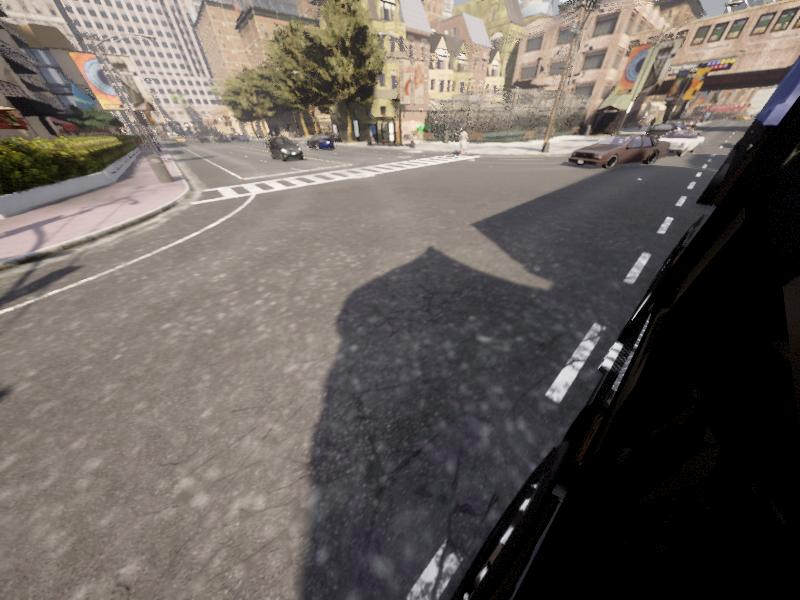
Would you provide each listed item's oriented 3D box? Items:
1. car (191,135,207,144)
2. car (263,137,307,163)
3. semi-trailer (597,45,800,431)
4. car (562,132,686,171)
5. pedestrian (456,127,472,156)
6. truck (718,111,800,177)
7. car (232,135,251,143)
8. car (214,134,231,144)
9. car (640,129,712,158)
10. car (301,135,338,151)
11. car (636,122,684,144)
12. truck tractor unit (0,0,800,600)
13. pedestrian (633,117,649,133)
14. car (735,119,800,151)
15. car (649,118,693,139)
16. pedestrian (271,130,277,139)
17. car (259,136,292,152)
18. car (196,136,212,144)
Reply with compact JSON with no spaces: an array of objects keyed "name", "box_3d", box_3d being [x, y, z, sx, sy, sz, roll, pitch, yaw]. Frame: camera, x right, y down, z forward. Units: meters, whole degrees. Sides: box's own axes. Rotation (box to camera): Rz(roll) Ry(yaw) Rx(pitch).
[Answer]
[{"name":"car","box_3d":[-52.050,-41.540,59.829,2.152,1.651,5.027,-28,44,-30]},{"name":"car","box_3d":[-9.960,-12.990,19.885,1.851,1.617,3.988,-28,44,-30]},{"name":"semi-trailer","box_3d":[8.709,-3.586,4.233,14.254,4.402,2.717,-28,44,-30]},{"name":"car","box_3d":[12.135,-8.224,12.680,5.357,1.411,2.033,-13,38,-13]},{"name":"pedestrian","box_3d":[5.001,-12.451,18.180,0.751,1.860,0.751,26,45,32]},{"name":"truck","box_3d":[17.944,-7.579,10.956,6.274,2.098,2.390,-28,44,-30]},{"name":"car","box_3d":[-37.845,-38.500,55.058,2.033,1.411,5.357,-32,46,-33]},{"name":"car","box_3d":[-41.679,-37.833,54.188,2.033,1.649,4.856,-28,44,-30]},{"name":"car","box_3d":[18.611,-10.607,15.579,4.718,1.301,1.895,-24,42,-26]},{"name":"car","box_3d":[-9.960,-19.439,28.487,2.163,1.488,4.792,-28,44,-30]},{"name":"car","box_3d":[26.037,-16.727,23.076,5.008,1.535,2.097,-28,44,-30]},{"name":"truck tractor unit","box_3d":[2.645,-0.295,0.351,6.516,4.208,3.053,-28,44,-30]},{"name":"pedestrian","box_3d":[33.948,-24.637,32.546,0.751,1.860,0.751,-28,44,-29]},{"name":"car","box_3d":[26.629,-12.027,16.765,5.238,1.638,1.930,-28,44,-30]},{"name":"car","box_3d":[30.855,-19.510,26.295,4.553,1.767,2.185,-28,44,-30]},{"name":"pedestrian","box_3d":[-34.201,-44.851,62.580,0.751,1.860,0.751,29,47,34]},{"name":"car","box_3d":[-16.498,-20.610,30.429,2.033,1.411,5.357,-28,44,-30]},{"name":"car","box_3d":[-45.785,-37.295,53.879,1.994,1.385,4.181,-28,44,-30]}]
